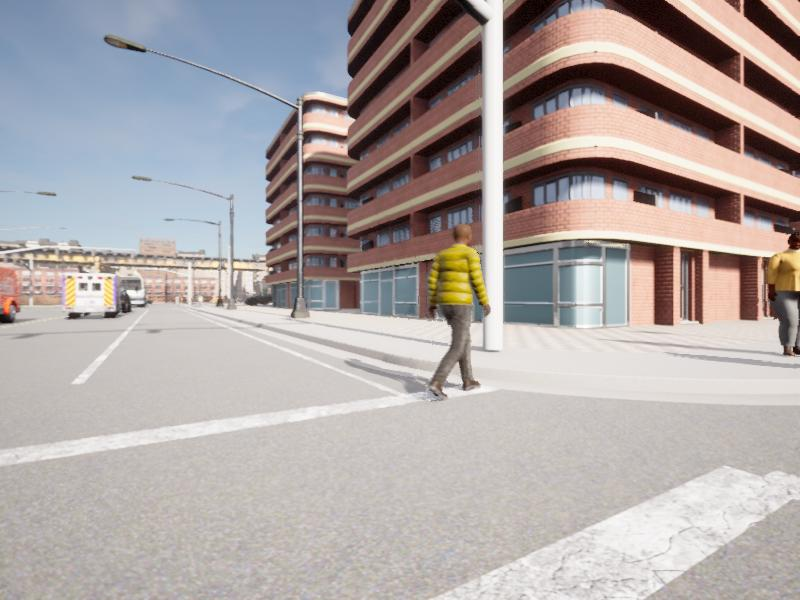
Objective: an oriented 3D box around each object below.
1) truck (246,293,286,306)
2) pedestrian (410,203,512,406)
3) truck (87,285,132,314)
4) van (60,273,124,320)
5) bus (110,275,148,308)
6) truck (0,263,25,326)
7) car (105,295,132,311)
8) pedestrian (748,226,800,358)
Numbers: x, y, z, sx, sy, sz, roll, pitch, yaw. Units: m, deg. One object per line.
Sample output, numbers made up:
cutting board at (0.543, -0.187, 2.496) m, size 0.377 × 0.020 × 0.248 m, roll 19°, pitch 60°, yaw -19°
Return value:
truck at (-23.132, -0.156, 69.121) m, size 6.274 × 2.098 × 2.390 m, roll -1°, pitch 0°, yaw -30°
pedestrian at (0.633, 0.040, 4.191) m, size 0.751 × 1.860 × 0.751 m, roll 0°, pitch 0°, yaw -40°
truck at (-23.026, -0.023, 31.962) m, size 2.390 × 2.098 × 6.274 m, roll 0°, pitch 0°, yaw -31°
van at (-18.161, -0.195, 23.963) m, size 2.351 × 2.431 × 6.366 m, roll 0°, pitch 0°, yaw -31°
bus at (-38.406, -1.097, 57.044) m, size 3.944 × 4.253 × 10.273 m, roll 0°, pitch 0°, yaw -31°
truck at (-17.233, -0.222, 15.694) m, size 2.627 × 2.467 × 5.204 m, roll 0°, pitch 0°, yaw -31°
car at (-26.652, 0.267, 37.930) m, size 1.845 × 1.501 × 3.633 m, roll 0°, pitch 0°, yaw -31°
pedestrian at (5.852, -0.115, 5.950) m, size 0.751 × 1.860 × 0.751 m, roll 0°, pitch 0°, yaw 14°
